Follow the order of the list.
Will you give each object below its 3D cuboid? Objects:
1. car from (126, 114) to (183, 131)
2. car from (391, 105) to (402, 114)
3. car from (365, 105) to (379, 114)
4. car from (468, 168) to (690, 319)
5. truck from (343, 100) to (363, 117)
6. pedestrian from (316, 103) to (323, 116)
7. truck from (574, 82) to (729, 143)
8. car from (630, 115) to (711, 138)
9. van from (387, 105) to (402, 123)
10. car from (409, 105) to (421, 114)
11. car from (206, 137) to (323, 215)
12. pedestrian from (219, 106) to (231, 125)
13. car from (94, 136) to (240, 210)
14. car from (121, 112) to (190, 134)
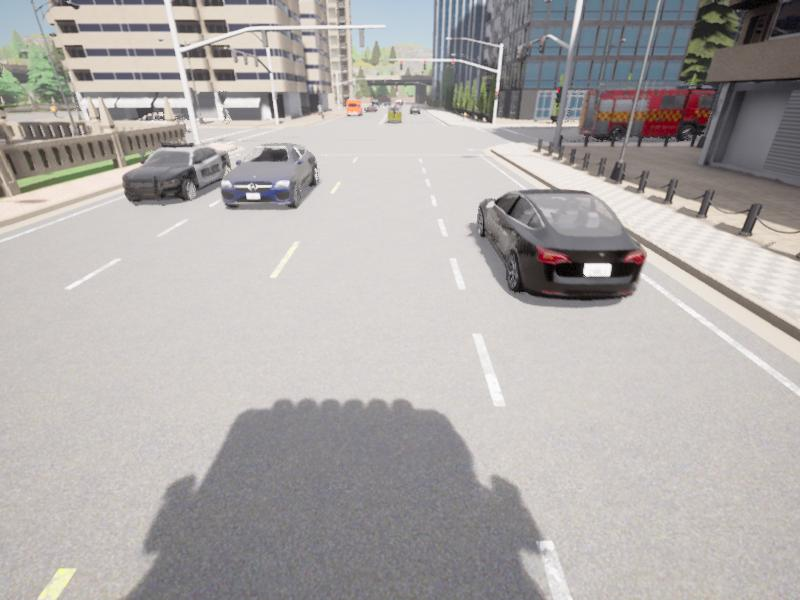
[{"bbox_3d":[-24.047,-17.416,39.279,4.181,1.385,1.994,2,27,3],"label":"car"},{"bbox_3d":[-0.659,-37.187,77.979,2.007,1.525,4.514,0,27,0],"label":"car"},{"bbox_3d":[-5.645,-37.965,79.687,1.994,1.385,4.181,-6,28,-12],"label":"car"},{"bbox_3d":[2.862,-1.456,7.919,2.163,1.488,4.792,0,27,0],"label":"car"},{"bbox_3d":[-7.657,-31.790,66.380,2.627,2.467,5.204,0,27,0],"label":"truck"},{"bbox_3d":[-13.174,-31.287,65.668,0.751,1.860,0.751,-16,31,-28],"label":"pedestrian"},{"bbox_3d":[17.816,-13.589,28.996,8.468,3.827,2.891,0,27,0],"label":"truck"},{"bbox_3d":[21.933,-14.156,32.618,5.008,1.535,1.882,0,27,0],"label":"car"},{"bbox_3d":[-0.655,-24.036,51.673,1.775,1.987,4.442,0,27,0],"label":"van"},{"bbox_3d":[2.843,-36.378,76.385,2.007,1.525,4.514,0,27,0],"label":"car"},{"bbox_3d":[-4.149,-4.328,13.409,2.152,1.651,5.027,0,27,0],"label":"car"},{"bbox_3d":[-19.370,-20.468,44.330,0.751,1.860,0.751,-5,27,-9],"label":"pedestrian"},{"bbox_3d":[-7.649,-4.616,13.961,1.930,1.638,5.238,0,27,0],"label":"car"},{"bbox_3d":[-21.877,-15.908,35.986,4.611,1.667,2.242,1,27,1],"label":"car"}]
